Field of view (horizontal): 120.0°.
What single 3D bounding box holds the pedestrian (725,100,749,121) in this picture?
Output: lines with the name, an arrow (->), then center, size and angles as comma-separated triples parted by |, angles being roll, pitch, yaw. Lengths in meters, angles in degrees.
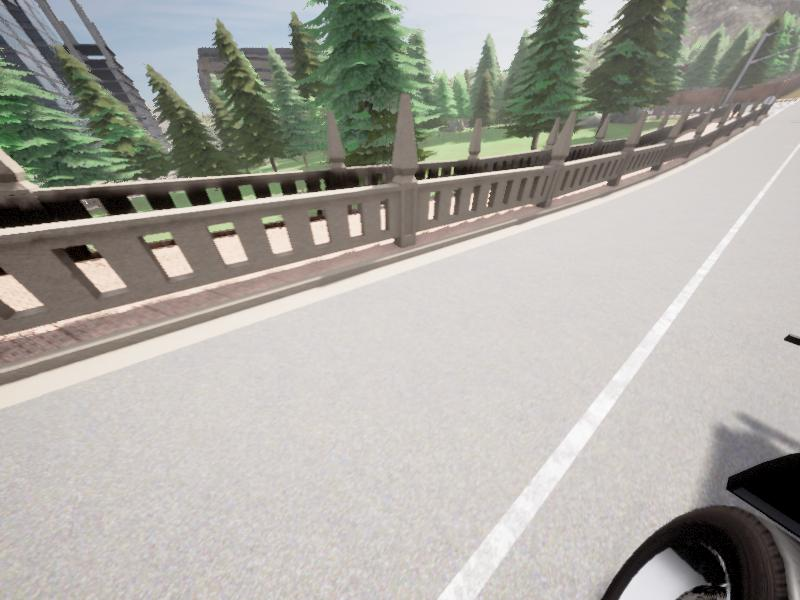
pedestrian -> 40.516, -22.832, 27.811 | 0.751, 1.860, 0.751 | -26, 42, -22
